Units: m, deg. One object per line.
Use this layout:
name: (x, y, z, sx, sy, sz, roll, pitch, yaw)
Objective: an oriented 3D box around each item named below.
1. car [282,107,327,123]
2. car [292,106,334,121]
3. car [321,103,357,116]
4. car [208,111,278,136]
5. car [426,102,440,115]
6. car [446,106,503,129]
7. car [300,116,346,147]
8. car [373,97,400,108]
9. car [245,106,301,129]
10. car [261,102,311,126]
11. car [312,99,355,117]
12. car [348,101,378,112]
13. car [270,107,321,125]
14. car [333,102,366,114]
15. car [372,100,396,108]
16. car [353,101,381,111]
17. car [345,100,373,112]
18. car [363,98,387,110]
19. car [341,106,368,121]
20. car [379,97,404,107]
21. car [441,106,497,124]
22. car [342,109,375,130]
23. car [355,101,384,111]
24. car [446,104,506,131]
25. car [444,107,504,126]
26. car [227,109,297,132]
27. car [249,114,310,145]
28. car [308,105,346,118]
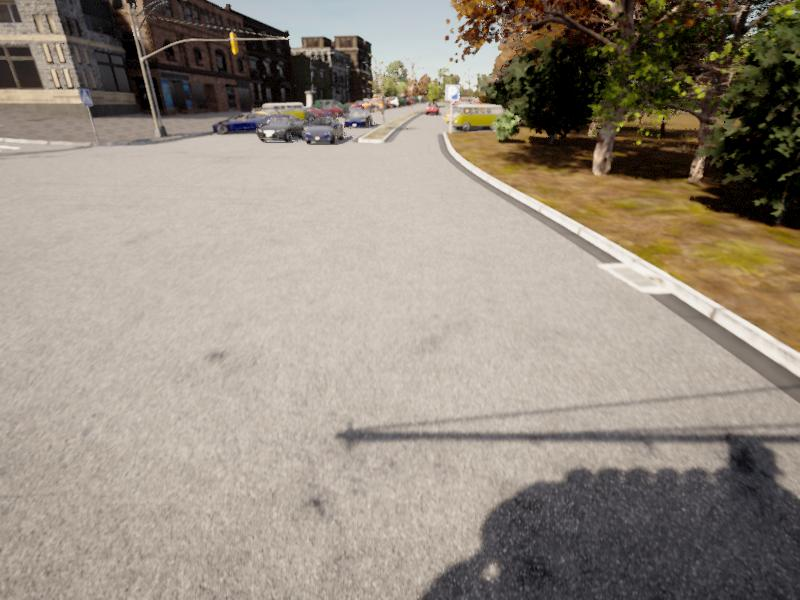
car: (-10.695, -20.800, 44.826, 4.674, 1.452, 2.002, -7, 28, -12)
car: (-10.375, -22.178, 47.500, 4.674, 1.452, 2.002, -7, 28, -12)
car: (-8.892, -27.710, 58.142, 5.008, 1.535, 2.097, -7, 27, -11)
car: (-12.244, -13.939, 31.511, 4.792, 1.488, 2.163, -8, 28, -14)
car: (4.913, -28.418, 59.422, 1.851, 1.617, 3.988, 4, 28, 7)
car: (6.770, -16.775, 36.675, 4.553, 1.767, 2.185, -6, 28, -13)
car: (-4.737, -10.712, 25.245, 1.816, 1.474, 4.193, 2, 27, 3)
car: (-3.014, -44.296, 89.746, 5.566, 2.045, 2.435, -5, 28, -8)
car: (-11.607, -16.811, 36.731, 4.553, 1.767, 2.185, -8, 28, -13)
car: (-11.193, -18.299, 39.393, 4.442, 1.987, 1.878, -8, 28, -13)
car: (-9.262, -26.566, 55.373, 5.566, 2.045, 2.435, -7, 27, -11)
car: (-6.615, -34.553, 71.413, 4.892, 1.521, 2.231, -6, 28, -9)
car: (-11.017, -19.459, 42.141, 4.892, 1.521, 2.231, -7, 28, -13)
car: (-8.029, -30.449, 63.453, 5.008, 1.535, 2.097, -6, 28, -10)
car: (-3.518, -42.721, 87.241, 5.008, 1.535, 2.097, -5, 27, -8)
car: (-6.138, -35.920, 74.062, 5.008, 1.535, 2.097, -6, 27, -9)
car: (-7.089, -33.299, 68.705, 4.553, 1.767, 2.185, -6, 28, -10)
car: (-4.989, -38.856, 79.256, 4.442, 1.987, 1.878, -5, 27, -9)
car: (-5.444, -22.636, 48.443, 2.033, 1.411, 5.357, 3, 27, 6)
car: (-1.953, -47.009, 95.001, 5.566, 2.045, 2.435, -5, 28, -8)
car: (7.188, -19.354, 41.931, 5.366, 1.575, 1.946, -6, 28, -13)
car: (-3.739, -16.706, 36.855, 2.163, 1.488, 4.792, 2, 27, 5)
car: (-5.801, -37.263, 76.666, 5.366, 1.575, 1.946, -6, 28, -9)
car: (6.438, -15.500, 33.985, 4.442, 1.987, 1.878, -6, 28, -14)
car: (7.254, -18.041, 39.400, 5.366, 1.575, 1.946, -6, 28, -13)
car: (-11.650, -15.352, 34.161, 5.366, 1.575, 1.946, -8, 28, -13)
car: (-7.712, -11.296, 26.310, 2.128, 1.511, 4.902, 3, 27, 4)
car: (-9.662, -24.926, 52.828, 4.674, 1.452, 2.002, -7, 28, -11)
